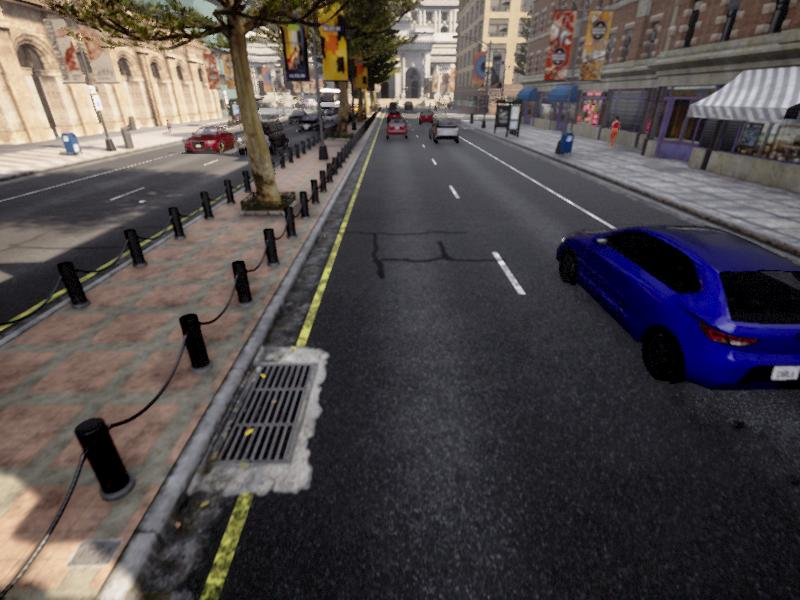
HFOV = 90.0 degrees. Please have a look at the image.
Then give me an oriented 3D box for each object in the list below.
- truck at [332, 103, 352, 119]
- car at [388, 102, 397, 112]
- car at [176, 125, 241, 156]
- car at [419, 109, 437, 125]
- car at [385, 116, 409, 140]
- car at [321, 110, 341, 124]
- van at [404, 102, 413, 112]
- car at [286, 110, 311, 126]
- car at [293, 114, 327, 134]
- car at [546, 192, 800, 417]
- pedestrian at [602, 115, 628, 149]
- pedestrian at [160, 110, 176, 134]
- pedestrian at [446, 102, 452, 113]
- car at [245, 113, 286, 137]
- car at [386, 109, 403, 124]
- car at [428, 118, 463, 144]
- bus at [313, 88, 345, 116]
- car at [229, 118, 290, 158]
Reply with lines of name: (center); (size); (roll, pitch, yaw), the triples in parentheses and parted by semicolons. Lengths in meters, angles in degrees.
truck: (-8.962, -29.488, 62.297); (2.390, 2.098, 6.274); (-1, 27, -1)
car: (-1.539, -41.833, 86.742); (1.905, 1.878, 3.866); (-1, 27, -1)
car: (-11.575, -9.863, 24.581); (1.994, 1.385, 4.181); (-1, 27, -1)
car: (3.423, -22.265, 48.693); (1.789, 1.549, 3.705); (4, 27, 10)
car: (-0.271, -14.142, 32.756); (1.789, 1.549, 3.705); (-1, 27, -1)
car: (-8.664, -23.174, 50.527); (1.845, 1.501, 3.633); (0, 27, -1)
van: (1.883, -42.551, 88.039); (1.775, 1.987, 4.442); (-1, 27, -1)
car: (-12.116, -21.867, 48.005); (1.837, 1.490, 4.892); (-1, 27, -1)
car: (-8.381, -16.614, 37.671); (2.128, 1.511, 4.902); (-1, 27, -1)
car: (3.871, -0.375, 5.806); (1.816, 1.474, 4.193); (-1, 27, -1)
pedestrian: (12.948, -10.150, 24.164); (0.751, 1.860, 0.751); (-2, 27, -4)
pedestrian: (-19.689, -15.092, 33.932); (0.751, 1.860, 0.751); (-11, 29, -21)
pedestrian: (9.626, -37.821, 78.489); (0.751, 1.860, 0.751); (-9, 28, -16)
car: (-11.833, -15.626, 35.608); (2.033, 1.649, 4.856); (-1, 27, -1)
car: (-0.707, -23.367, 50.893); (2.007, 1.525, 4.514); (-1, 27, -1)
car: (3.295, -12.710, 29.965); (2.007, 1.525, 4.514); (-1, 27, -1)
bus: (-12.576, -35.797, 72.311); (3.944, 4.253, 10.273); (-1, 27, -1)
car: (-8.054, -9.610, 23.523); (1.932, 1.855, 4.605); (-1, 26, -1)
